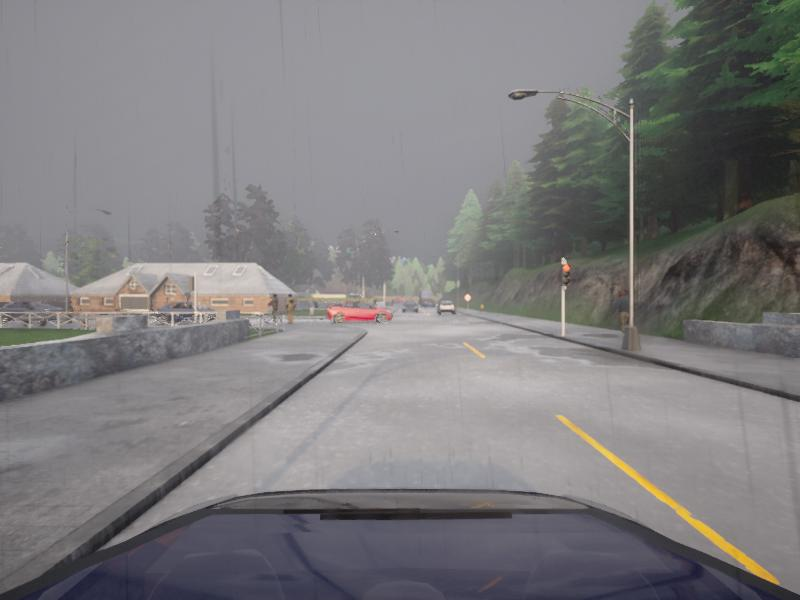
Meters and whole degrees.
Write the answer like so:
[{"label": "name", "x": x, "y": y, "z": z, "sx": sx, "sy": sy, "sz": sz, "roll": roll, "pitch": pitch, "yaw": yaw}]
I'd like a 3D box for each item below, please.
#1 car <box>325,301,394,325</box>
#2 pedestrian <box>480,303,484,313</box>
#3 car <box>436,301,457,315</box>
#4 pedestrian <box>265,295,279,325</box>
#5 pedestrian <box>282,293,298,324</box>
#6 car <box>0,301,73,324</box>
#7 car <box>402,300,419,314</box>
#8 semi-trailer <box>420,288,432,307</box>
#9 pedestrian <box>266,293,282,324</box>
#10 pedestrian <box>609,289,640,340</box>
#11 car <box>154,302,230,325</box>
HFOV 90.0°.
[{"label": "car", "x": -2.816, "y": 0.834, "z": 27.425, "sx": 4.514, "sy": 1.525, "sz": 2.007, "roll": 0, "pitch": 0, "yaw": -12}, {"label": "pedestrian", "x": 9.358, "y": 0.922, "z": 45.622, "sx": 0.500, "sy": 1.100, "sz": 0.500, "roll": 0, "pitch": 0, "yaw": 8}, {"label": "car", "x": 5.082, "y": 0.837, "z": 44.543, "sx": 2.007, "sy": 1.525, "sz": 4.514, "roll": 0, "pitch": 0, "yaw": 2}, {"label": "pedestrian", "x": -8.036, "y": 0.642, "z": 25.147, "sx": 0.751, "sy": 1.860, "sz": 0.751, "roll": 0, "pitch": 0, "yaw": -14}, {"label": "pedestrian", "x": -6.685, "y": 0.520, "z": 24.365, "sx": 0.751, "sy": 1.860, "sz": 0.751, "roll": 0, "pitch": 0, "yaw": -31}, {"label": "car", "x": -24.786, "y": 0.832, "z": 27.167, "sx": 3.633, "sy": 1.501, "sz": 1.845, "roll": 0, "pitch": 0, "yaw": 1}, {"label": "car", "x": 1.279, "y": 0.835, "z": 50.128, "sx": 2.038, "sy": 1.542, "sz": 4.974, "roll": 0, "pitch": 0, "yaw": 1}, {"label": "semi-trailer", "x": 6.619, "y": -0.600, "z": 103.516, "sx": 2.717, "sy": 4.402, "sz": 14.254, "roll": 0, "pitch": 0, "yaw": 1}, {"label": "pedestrian", "x": -7.570, "y": 0.520, "z": 24.102, "sx": 0.751, "sy": 1.860, "sz": 0.751, "roll": 0, "pitch": 0, "yaw": -2}, {"label": "pedestrian", "x": 8.372, "y": 0.536, "z": 14.954, "sx": 0.751, "sy": 1.860, "sz": 0.751, "roll": 0, "pitch": 0, "yaw": 2}, {"label": "car", "x": -13.904, "y": 0.859, "z": 26.899, "sx": 4.193, "sy": 1.474, "sz": 1.816, "roll": 0, "pitch": 0, "yaw": 1}]
